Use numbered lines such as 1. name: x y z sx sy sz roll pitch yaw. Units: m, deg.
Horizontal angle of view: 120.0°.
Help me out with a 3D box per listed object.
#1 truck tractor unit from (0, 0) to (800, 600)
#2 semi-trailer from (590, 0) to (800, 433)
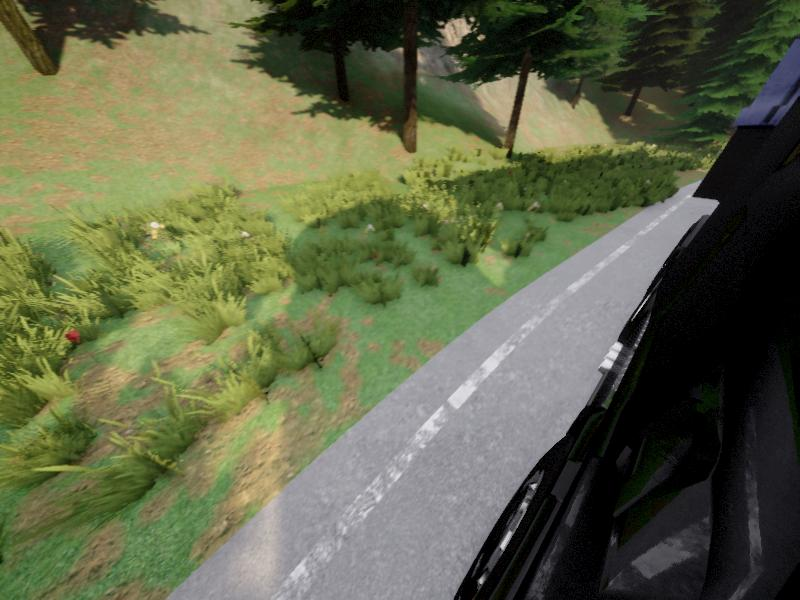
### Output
1. truck tractor unit: 2.645 -0.295 0.351 6.516 4.208 3.053 -28 44 -30
2. semi-trailer: 9.193 -3.177 3.724 14.254 4.402 2.717 -22 41 -24
